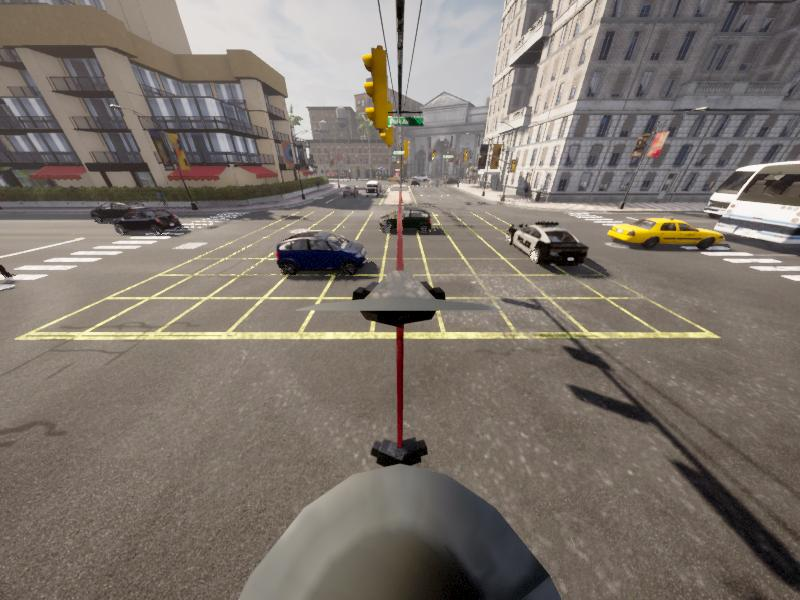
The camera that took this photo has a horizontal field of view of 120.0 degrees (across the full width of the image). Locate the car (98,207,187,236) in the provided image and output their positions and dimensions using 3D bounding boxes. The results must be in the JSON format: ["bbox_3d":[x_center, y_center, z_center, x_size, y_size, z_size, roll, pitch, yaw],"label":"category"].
[{"bbox_3d":[-17.568,-5.467,15.945,3.633,1.501,1.845,1,30,3],"label":"car"}]

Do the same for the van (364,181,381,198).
[{"bbox_3d":[-4.179,-17.084,35.556,2.069,2.038,4.480,0,30,0],"label":"van"}]

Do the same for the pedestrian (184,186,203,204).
[{"bbox_3d":[-24.282,-12.358,27.197,0.751,1.860,0.751,-1,30,-2],"label":"pedestrian"}]

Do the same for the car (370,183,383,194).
[{"bbox_3d":[-4.167,-20.061,41.308,1.812,1.442,4.674,0,30,0],"label":"car"}]

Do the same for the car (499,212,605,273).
[{"bbox_3d":[7.239,-3.208,11.920,1.930,1.638,5.238,0,30,0],"label":"car"}]

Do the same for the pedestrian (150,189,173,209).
[{"bbox_3d":[-24.691,-10.476,23.937,0.751,1.860,0.751,-5,30,-8],"label":"pedestrian"}]

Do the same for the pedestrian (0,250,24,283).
[{"bbox_3d":[-16.150,-1.616,8.895,0.751,1.860,0.751,2,30,3],"label":"pedestrian"}]

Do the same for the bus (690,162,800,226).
[{"bbox_3d":[31.816,-8.515,18.502,10.273,4.253,3.944,0,30,0],"label":"bus"}]

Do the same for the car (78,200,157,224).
[{"bbox_3d":[-23.242,-7.333,19.155,3.705,1.549,1.789,0,30,0],"label":"car"}]

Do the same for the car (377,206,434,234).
[{"bbox_3d":[0.365,-5.615,16.180,3.705,1.549,1.789,0,30,0],"label":"car"}]

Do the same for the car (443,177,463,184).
[{"bbox_3d":[14.170,-32.196,62.235,4.611,1.667,2.242,-14,33,-22],"label":"car"}]

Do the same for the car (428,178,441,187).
[{"bbox_3d":[8.380,-28.557,55.846,2.152,1.651,5.027,7,31,13],"label":"car"}]

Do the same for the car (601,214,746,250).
[{"bbox_3d":[15.311,-3.961,13.285,5.366,1.575,1.801,2,30,3],"label":"car"}]

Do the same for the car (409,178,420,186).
[{"bbox_3d":[3.552,-30.003,58.446,2.038,1.542,4.974,-2,30,-4],"label":"car"}]

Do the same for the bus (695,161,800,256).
[{"bbox_3d":[24.817,-5.130,12.639,10.273,4.253,3.944,0,30,0],"label":"bus"}]

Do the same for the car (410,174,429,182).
[{"bbox_3d":[5.748,-36.653,69.452,5.566,2.045,2.150,0,30,1],"label":"car"}]

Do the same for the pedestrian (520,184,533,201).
[{"bbox_3d":[16.406,-14.003,30.046,0.751,1.860,0.751,-3,30,-5],"label":"pedestrian"}]

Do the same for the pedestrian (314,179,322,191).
[{"bbox_3d":[-14.907,-20.889,41.972,0.751,1.860,0.751,0,30,0],"label":"pedestrian"}]

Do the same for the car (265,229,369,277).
[{"bbox_3d":[-3.375,-2.109,10.109,3.705,1.549,1.789,0,30,0],"label":"car"}]

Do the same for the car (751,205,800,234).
[{"bbox_3d":[28.522,-5.679,16.236,3.988,1.617,1.851,0,30,0],"label":"car"}]

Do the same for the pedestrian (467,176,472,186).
[{"bbox_3d":[16.112,-27.598,53.593,0.751,1.860,0.751,1,30,2],"label":"pedestrian"}]

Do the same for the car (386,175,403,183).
[{"bbox_3d":[-1.494,-34.259,65.469,4.605,1.855,1.932,22,37,33],"label":"car"}]

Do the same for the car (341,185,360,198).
[{"bbox_3d":[-7.682,-17.137,36.245,1.812,1.442,4.674,0,30,0],"label":"car"}]
